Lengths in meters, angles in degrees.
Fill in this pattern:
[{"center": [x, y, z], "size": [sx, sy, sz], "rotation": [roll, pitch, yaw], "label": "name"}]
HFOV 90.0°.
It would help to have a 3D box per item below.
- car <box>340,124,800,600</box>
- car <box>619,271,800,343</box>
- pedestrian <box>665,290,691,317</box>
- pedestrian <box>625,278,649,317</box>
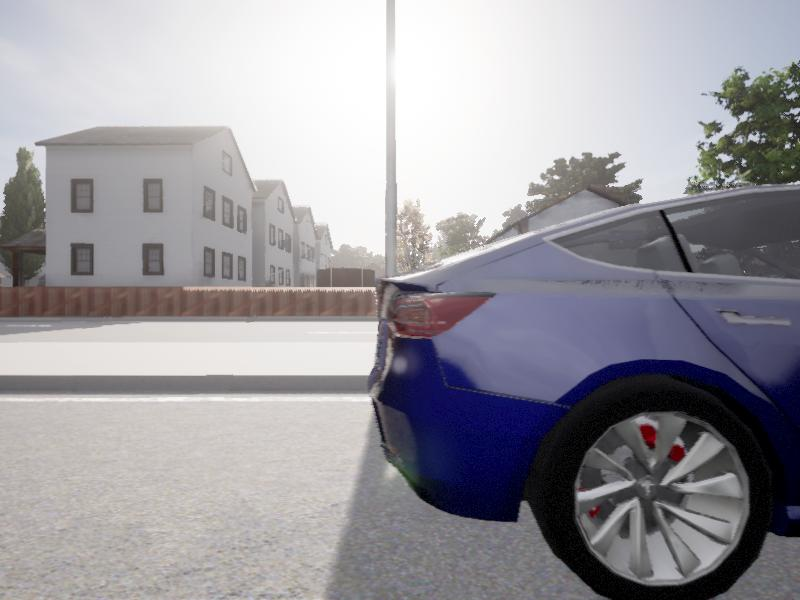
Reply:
[{"center": [2.229, 0.250, 2.198], "size": [4.792, 1.488, 2.163], "rotation": [0, 0, 0], "label": "car"}, {"center": [8.571, 0.169, 10.192], "size": [4.856, 1.649, 2.033], "rotation": [0, 0, 0], "label": "car"}, {"center": [13.759, 0.151, 19.792], "size": [0.751, 1.300, 0.751], "rotation": [0, 0, 1], "label": "pedestrian"}, {"center": [11.681, -0.127, 19.747], "size": [0.751, 1.860, 0.751], "rotation": [0, 0, -3], "label": "pedestrian"}]
